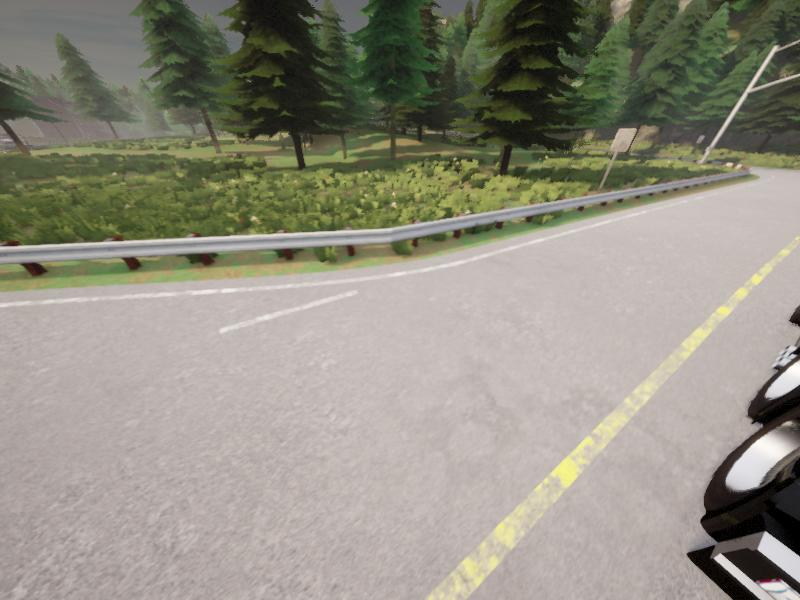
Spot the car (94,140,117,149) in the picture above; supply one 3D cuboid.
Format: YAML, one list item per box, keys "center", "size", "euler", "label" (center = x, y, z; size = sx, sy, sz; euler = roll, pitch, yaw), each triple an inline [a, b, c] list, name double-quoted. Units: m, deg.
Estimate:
- center: [-72.135, -38.192, 56.696]
  size: [1.905, 1.878, 3.866]
  euler: [-18, 39, -24]
  label: "car"

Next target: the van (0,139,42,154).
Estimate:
- center: [-63.764, -25.716, 38.685]
  size: [2.069, 2.038, 4.480]
  euler: [-18, 39, -24]
  label: "van"

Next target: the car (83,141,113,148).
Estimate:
- center: [-83.825, -43.257, 64.240]
  size: [2.007, 1.525, 4.514]
  euler: [9, 36, 13]
  label: "car"

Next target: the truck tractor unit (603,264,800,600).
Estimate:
- center: [5.106, -0.305, 0.789]
  size: [6.516, 4.208, 3.053]
  euler: [-18, 39, -24]
  label: "truck tractor unit"
